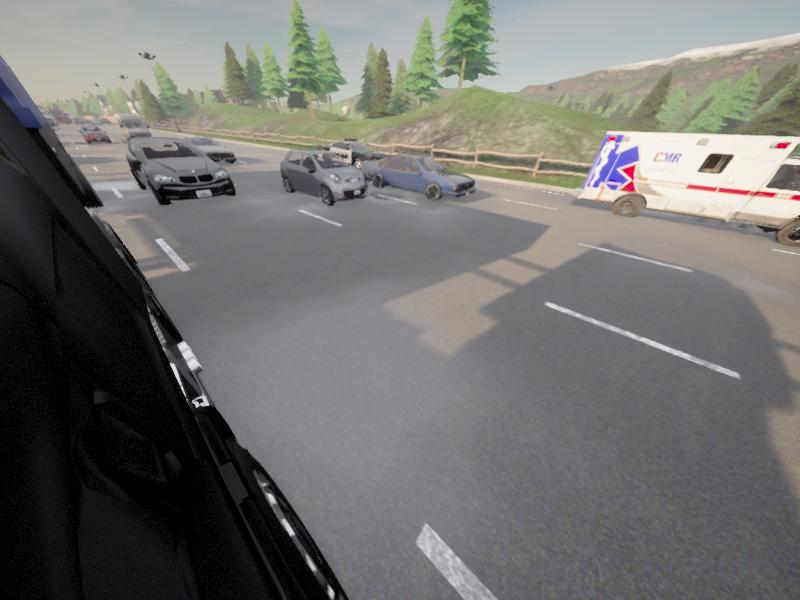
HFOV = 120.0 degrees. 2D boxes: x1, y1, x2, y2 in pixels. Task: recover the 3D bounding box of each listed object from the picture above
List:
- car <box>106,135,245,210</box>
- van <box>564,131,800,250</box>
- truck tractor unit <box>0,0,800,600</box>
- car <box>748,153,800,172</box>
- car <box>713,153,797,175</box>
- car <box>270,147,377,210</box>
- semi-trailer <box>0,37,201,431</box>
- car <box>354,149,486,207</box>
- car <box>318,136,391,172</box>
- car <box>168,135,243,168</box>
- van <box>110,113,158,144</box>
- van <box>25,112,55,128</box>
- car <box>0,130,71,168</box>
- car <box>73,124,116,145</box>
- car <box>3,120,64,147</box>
[{"bbox_3d":[-8.024,-4.755,8.274,4.611,1.667,2.242,28,43,30],"label":"car"},{"bbox_3d":[9.685,-3.853,7.525,6.366,2.431,2.351,28,43,30],"label":"van"},{"bbox_3d":[-2.645,-0.295,0.351,6.516,4.208,3.053,28,44,30],"label":"truck tractor unit"},{"bbox_3d":[49.556,-17.668,29.605,1.930,1.638,5.238,0,36,-4],"label":"car"},{"bbox_3d":[39.173,-15.291,25.783,1.882,1.535,5.008,4,36,1],"label":"car"},{"bbox_3d":[-2.833,-4.667,8.602,3.633,1.501,1.845,28,43,30],"label":"car"},{"bbox_3d":[-8.714,-3.561,4.259,14.254,4.402,2.717,28,43,30],"label":"semi-trailer"},{"bbox_3d":[0.603,-5.503,10.077,5.357,1.411,2.033,28,43,30],"label":"car"},{"bbox_3d":[-3.261,-10.332,16.221,5.238,1.638,1.930,28,43,30],"label":"car"},{"bbox_3d":[-12.838,-9.868,15.185,5.357,1.411,2.033,28,43,30],"label":"car"},{"bbox_3d":[-30.313,-19.519,26.293,5.915,2.561,1.988,28,43,30],"label":"van"},{"bbox_3d":[-73.164,-36.599,46.998,6.366,2.431,2.351,28,43,30],"label":"van"},{"bbox_3d":[-20.232,-8.350,12.663,4.181,1.385,1.994,28,43,30],"label":"car"},{"bbox_3d":[-30.263,-16.383,22.864,3.633,1.501,1.845,28,43,30],"label":"car"},{"bbox_3d":[-32.092,-14.687,20.352,5.027,1.651,2.152,28,43,30],"label":"car"}]
